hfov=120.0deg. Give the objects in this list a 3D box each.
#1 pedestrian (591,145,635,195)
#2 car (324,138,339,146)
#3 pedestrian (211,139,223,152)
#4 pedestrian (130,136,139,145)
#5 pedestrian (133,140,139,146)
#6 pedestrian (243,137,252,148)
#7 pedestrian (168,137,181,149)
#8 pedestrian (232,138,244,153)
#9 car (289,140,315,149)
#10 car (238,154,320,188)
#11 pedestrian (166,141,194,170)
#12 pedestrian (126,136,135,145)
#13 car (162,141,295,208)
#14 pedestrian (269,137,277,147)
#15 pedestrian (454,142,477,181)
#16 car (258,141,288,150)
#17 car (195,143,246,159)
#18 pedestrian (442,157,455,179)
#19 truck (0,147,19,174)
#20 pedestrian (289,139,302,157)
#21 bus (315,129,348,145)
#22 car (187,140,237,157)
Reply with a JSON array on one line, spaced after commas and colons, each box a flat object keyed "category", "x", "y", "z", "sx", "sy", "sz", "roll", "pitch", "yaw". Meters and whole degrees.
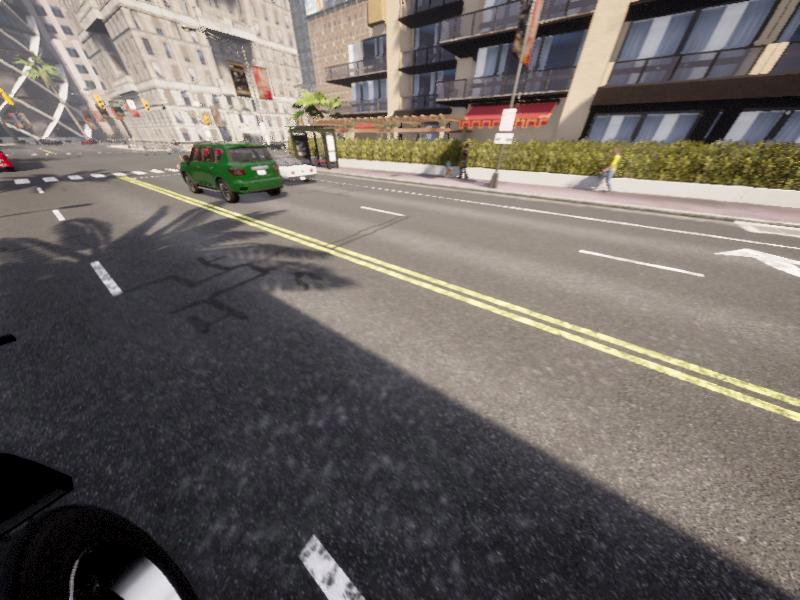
[{"category": "pedestrian", "x": 9.527, "y": -5.868, "z": 10.419, "sx": 0.751, "sy": 1.860, "sz": 0.751, "roll": 23, "pitch": 41, "yaw": 29}, {"category": "car", "x": -21.569, "y": -49.835, "z": 72.765, "sx": 4.605, "sy": 1.855, "sz": 1.932, "roll": 22, "pitch": 40, "yaw": 27}, {"category": "pedestrian", "x": -31.431, "y": -26.565, "z": 39.617, "sx": 0.751, "sy": 1.860, "sz": 0.751, "roll": 23, "pitch": 41, "yaw": 28}, {"category": "pedestrian", "x": -67.292, "y": -40.329, "z": 58.502, "sx": 0.751, "sy": 1.860, "sz": 0.751, "roll": -22, "pitch": 41, "yaw": -28}, {"category": "pedestrian", "x": -63.984, "y": -38.071, "z": 55.994, "sx": 0.500, "sy": 1.100, "sz": 0.500, "roll": 27, "pitch": 43, "yaw": 33}, {"category": "pedestrian", "x": -33.619, "y": -34.740, "z": 50.928, "sx": 0.751, "sy": 1.860, "sz": 0.751, "roll": 21, "pitch": 40, "yaw": 27}, {"category": "pedestrian", "x": -40.968, "y": -28.524, "z": 42.031, "sx": 0.751, "sy": 1.860, "sz": 0.751, "roll": 14, "pitch": 38, "yaw": 19}, {"category": "pedestrian", "x": -24.925, "y": -23.868, "z": 35.607, "sx": 0.751, "sy": 1.860, "sz": 0.751, "roll": 20, "pitch": 40, "yaw": 26}, {"category": "car", "x": -21.589, "y": -34.294, "z": 51.009, "sx": 1.882, "sy": 1.535, "sz": 5.008, "roll": 22, "pitch": 40, "yaw": 27}, {"category": "car", "x": -7.190, "y": -7.754, "z": 13.714, "sx": 4.718, "sy": 1.301, "sz": 1.895, "roll": 22, "pitch": 41, "yaw": 28}, {"category": "pedestrian", "x": -17.539, "y": -11.542, "z": 18.448, "sx": 0.751, "sy": 1.860, "sz": 0.751, "roll": 20, "pitch": 39, "yaw": 25}, {"category": "pedestrian", "x": -67.609, "y": -39.958, "z": 57.972, "sx": 0.751, "sy": 1.860, "sz": 0.751, "roll": -23, "pitch": 41, "yaw": -29}, {"category": "car", "x": -7.578, "y": -5.749, "z": 10.214, "sx": 5.566, "sy": 2.045, "sz": 2.150, "roll": 21, "pitch": 40, "yaw": 27}, {"category": "pedestrian", "x": -29.252, "y": -36.258, "z": 53.128, "sx": 0.751, "sy": 1.860, "sz": 0.751, "roll": 18, "pitch": 39, "yaw": 23}, {"category": "pedestrian", "x": 3.810, "y": -8.112, "z": 13.542, "sx": 0.751, "sy": 1.860, "sz": 0.751, "roll": 23, "pitch": 41, "yaw": 28}, {"category": "car", "x": -25.458, "y": -31.088, "z": 46.457, "sx": 1.837, "sy": 1.490, "sz": 4.892, "roll": 22, "pitch": 41, "yaw": 28}, {"category": "car", "x": -22.504, "y": -18.845, "z": 29.088, "sx": 4.514, "sy": 1.525, "sz": 2.007, "roll": -28, "pitch": 44, "yaw": -34}, {"category": "pedestrian", "x": 2.968, "y": -8.097, "z": 14.170, "sx": 0.500, "sy": 1.100, "sz": 0.500, "roll": -29, "pitch": 45, "yaw": -35}, {"category": "truck", "x": -31.709, "y": -11.490, "z": 16.560, "sx": 8.468, "sy": 3.827, "sz": 2.891, "roll": 22, "pitch": 41, "yaw": 28}, {"category": "pedestrian", "x": -12.904, "y": -18.900, "z": 28.672, "sx": 0.751, "sy": 1.860, "sz": 0.751, "roll": 9, "pitch": 36, "yaw": 12}, {"category": "bus", "x": -22.561, "y": -53.735, "z": 76.228, "sx": 10.273, "sy": 4.253, "sz": 3.944, "roll": 22, "pitch": 40, "yaw": 27}, {"category": "car", "x": -25.097, "y": -20.398, "z": 31.032, "sx": 2.097, "sy": 1.767, "sz": 4.553, "roll": 29, "pitch": 44, "yaw": 34}]
